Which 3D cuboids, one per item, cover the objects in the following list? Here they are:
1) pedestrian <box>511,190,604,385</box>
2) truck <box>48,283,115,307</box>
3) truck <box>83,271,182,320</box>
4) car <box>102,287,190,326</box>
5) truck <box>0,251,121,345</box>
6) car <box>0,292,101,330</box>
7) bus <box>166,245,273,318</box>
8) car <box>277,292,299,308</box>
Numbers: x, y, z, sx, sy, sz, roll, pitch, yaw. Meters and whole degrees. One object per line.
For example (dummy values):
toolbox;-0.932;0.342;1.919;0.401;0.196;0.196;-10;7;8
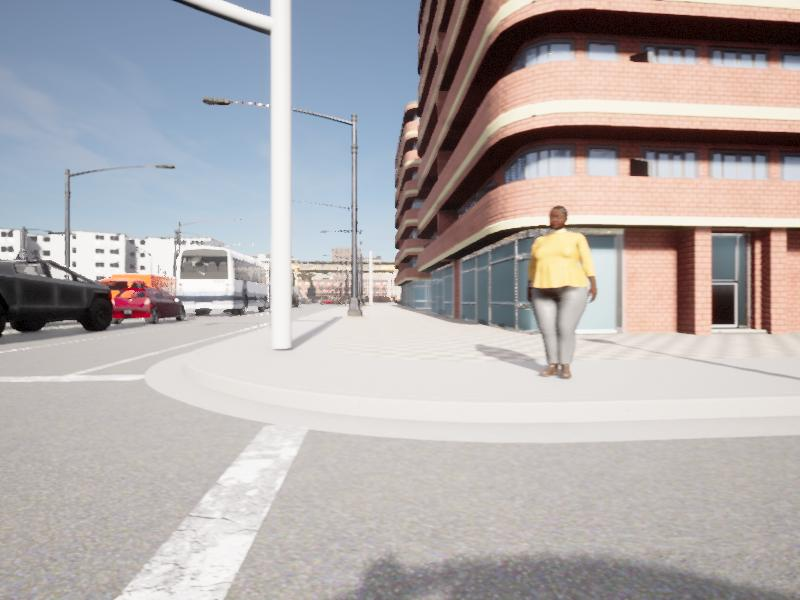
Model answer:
pedestrian;1.716;-0.116;4.344;0.751;1.860;0.751;0;0;39
truck;-53.938;-0.834;68.036;8.468;3.827;2.891;0;0;-19
truck;-15.033;-0.217;22.982;2.627;2.467;5.204;0;0;-6
car;-10.933;0.246;17.579;1.845;1.501;3.633;0;0;-6
truck;-10.352;-0.040;10.456;2.390;2.098;6.274;0;0;-7
car;-14.254;0.368;15.719;1.895;1.301;4.718;0;0;-6
bus;-12.267;-1.107;28.710;3.944;4.253;10.273;0;0;-6
car;-14.922;-0.004;53.733;2.150;2.045;5.566;0;0;-9
